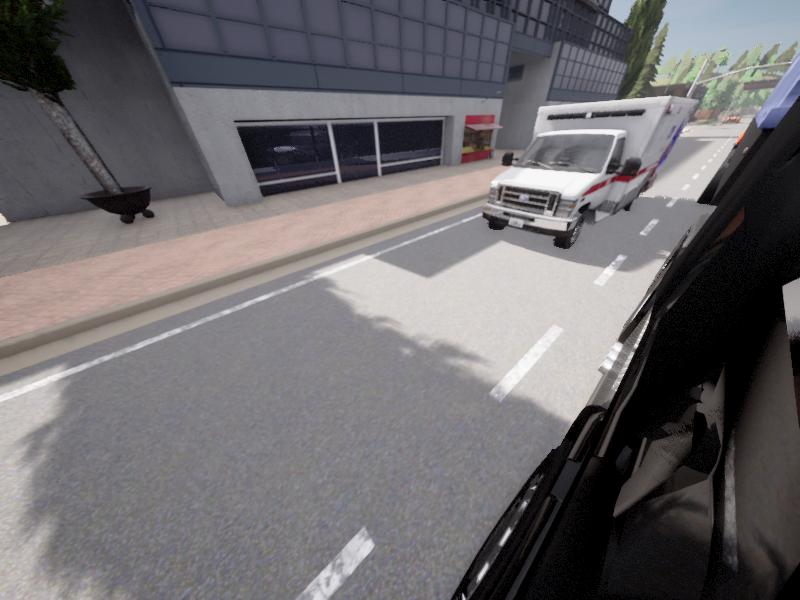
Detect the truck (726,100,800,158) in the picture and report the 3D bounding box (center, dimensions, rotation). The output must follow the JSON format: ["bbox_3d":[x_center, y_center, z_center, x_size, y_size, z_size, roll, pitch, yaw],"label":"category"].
[{"bbox_3d":[22.399,-10.162,13.638,5.204,2.467,2.627,-28,44,-30],"label":"truck"}]

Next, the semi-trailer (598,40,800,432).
[{"bbox_3d":[8.692,-3.620,4.219,14.254,4.402,2.717,-28,44,-30],"label":"semi-trailer"}]

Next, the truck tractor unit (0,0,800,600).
[{"bbox_3d":[2.645,-0.295,0.351,6.516,4.208,3.053,-28,44,-30],"label":"truck tractor unit"}]

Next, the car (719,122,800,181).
[{"bbox_3d":[15.848,-6.328,9.642,4.611,1.667,2.242,-28,44,-30],"label":"car"}]

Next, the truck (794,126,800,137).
[{"bbox_3d":[39.072,-16.345,20.755,5.204,2.467,2.627,-28,44,-30],"label":"truck"}]

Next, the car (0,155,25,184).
[{"bbox_3d":[-31.906,-10.005,17.801,1.851,1.617,3.988,-28,44,-30],"label":"car"}]

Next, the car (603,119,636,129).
[{"bbox_3d":[48.564,-39.096,51.257,2.163,1.488,4.792,-29,44,-30],"label":"car"}]

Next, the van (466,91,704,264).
[{"bbox_3d":[4.808,-3.464,5.932,6.366,2.431,2.351,-28,44,-30],"label":"van"}]

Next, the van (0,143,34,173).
[{"bbox_3d":[-44.707,-15.920,25.767,1.988,2.561,5.915,-28,44,-30],"label":"van"}]
